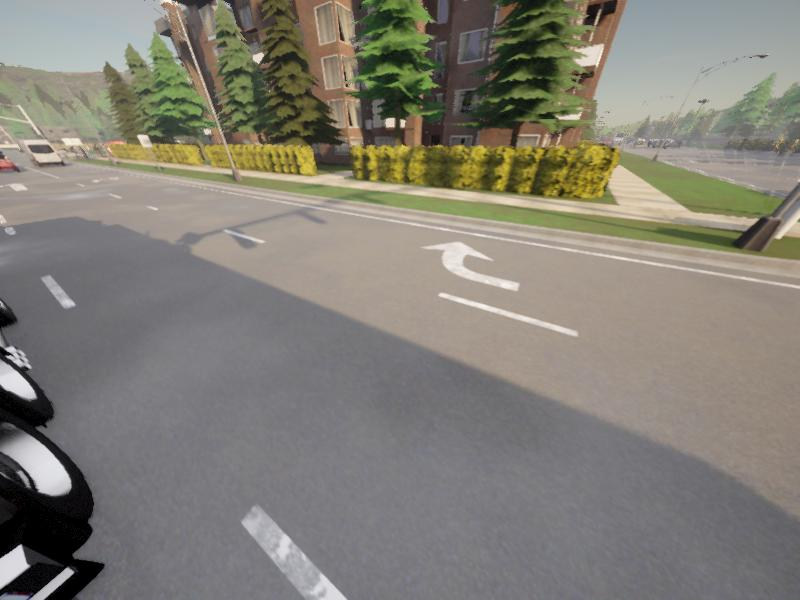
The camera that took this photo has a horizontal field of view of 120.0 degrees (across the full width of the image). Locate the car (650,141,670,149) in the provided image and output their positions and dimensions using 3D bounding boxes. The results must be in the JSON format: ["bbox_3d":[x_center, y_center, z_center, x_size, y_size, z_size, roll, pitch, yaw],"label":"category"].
[{"bbox_3d":[67.444,-40.294,60.054,2.242,1.667,4.611,20,40,26],"label":"car"}]

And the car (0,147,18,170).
[{"bbox_3d":[-43.817,-15.183,24.601,5.566,2.045,2.150,19,39,26],"label":"car"}]

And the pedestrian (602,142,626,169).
[{"bbox_3d":[17.711,-11.950,19.130,0.751,1.860,0.751,20,39,26],"label":"pedestrian"}]

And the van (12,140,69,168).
[{"bbox_3d":[-41.523,-16.938,26.673,5.915,2.561,1.988,19,39,26],"label":"van"}]

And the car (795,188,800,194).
[{"bbox_3d":[19.279,-4.452,8.896,2.038,1.542,4.974,19,39,26],"label":"car"}]

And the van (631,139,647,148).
[{"bbox_3d":[67.552,-44.303,65.396,2.069,2.038,4.480,20,40,26],"label":"van"}]

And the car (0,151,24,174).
[{"bbox_3d":[-37.767,-12.879,21.599,3.988,1.617,1.851,19,39,26],"label":"car"}]

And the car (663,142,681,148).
[{"bbox_3d":[73.576,-42.029,62.618,1.994,1.385,4.181,20,40,26],"label":"car"}]

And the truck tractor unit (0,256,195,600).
[{"bbox_3d":[-5.100,-0.307,0.815,6.516,4.208,3.053,19,39,25],"label":"truck tractor unit"}]

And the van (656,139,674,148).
[{"bbox_3d":[77.751,-46.042,67.794,2.069,2.038,4.480,20,40,26],"label":"van"}]
